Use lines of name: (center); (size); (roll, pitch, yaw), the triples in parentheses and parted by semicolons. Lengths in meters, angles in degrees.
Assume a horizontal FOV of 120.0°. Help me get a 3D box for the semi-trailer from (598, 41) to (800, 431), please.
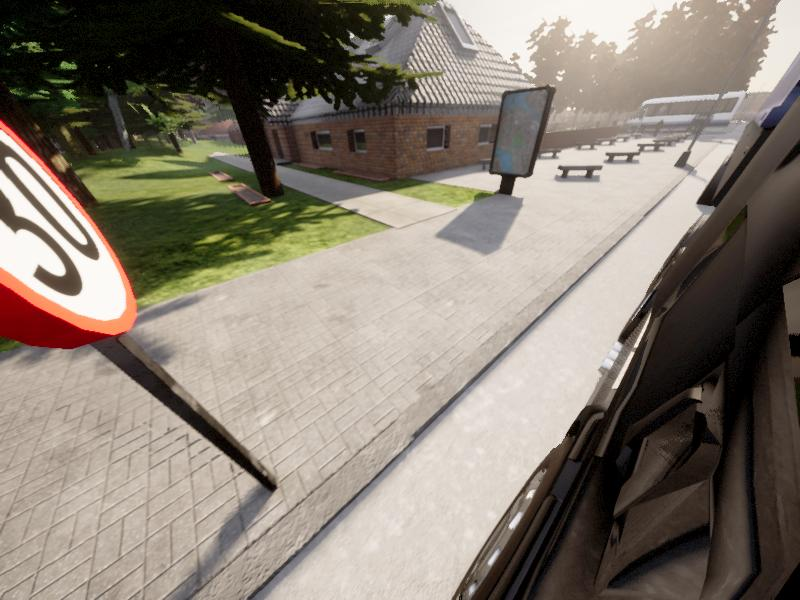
semi-trailer: (8.697, -3.594, 4.248); (14.254, 4.402, 2.717); (-28, 44, -30)

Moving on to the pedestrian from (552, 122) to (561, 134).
pedestrian: (31.383, -34.433, 46.304); (0.751, 1.860, 0.751); (-28, 43, -30)

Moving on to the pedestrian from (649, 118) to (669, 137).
pedestrian: (33.261, -22.170, 29.712); (0.751, 1.860, 0.751); (-17, 39, -18)

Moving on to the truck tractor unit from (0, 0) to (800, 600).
truck tractor unit: (2.645, -0.295, 0.351); (6.516, 4.208, 3.053); (-28, 44, -30)

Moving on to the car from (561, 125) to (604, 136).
car: (31.404, -29.201, 39.881); (2.033, 1.411, 5.357); (-27, 43, -30)

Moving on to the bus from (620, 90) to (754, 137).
bus: (37.957, -25.174, 31.701); (10.273, 4.253, 3.944); (24, 44, 31)

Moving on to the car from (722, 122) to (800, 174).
car: (18.443, -7.629, 11.401); (4.611, 1.667, 2.242); (-29, 44, -29)
